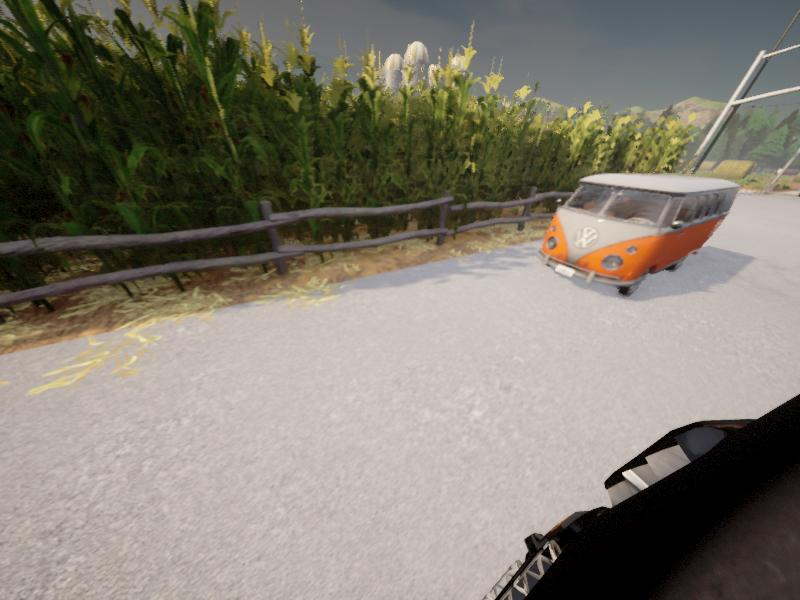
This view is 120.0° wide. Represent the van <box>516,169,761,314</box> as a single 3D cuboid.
[{"bbox_3d":[5.009,-1.567,4.952,4.442,1.987,1.775,-16,38,-26],"label":"van"}]

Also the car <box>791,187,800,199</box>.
[{"bbox_3d":[36.723,-9.147,19.087,4.553,1.767,2.097,0,33,-3],"label":"car"}]
